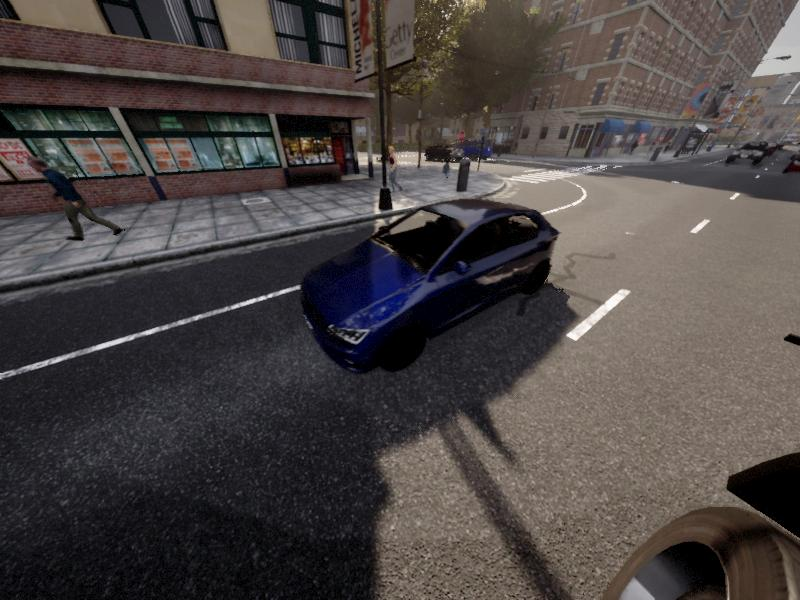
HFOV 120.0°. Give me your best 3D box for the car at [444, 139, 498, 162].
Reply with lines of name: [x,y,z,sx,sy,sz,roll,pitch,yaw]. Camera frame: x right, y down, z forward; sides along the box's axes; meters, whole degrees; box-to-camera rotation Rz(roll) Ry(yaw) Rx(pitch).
car: [7.971,-17.349,26.682,2.150,2.045,5.566,-23,41,-28]

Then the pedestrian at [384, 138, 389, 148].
pedestrian: [-3.103,-35.424,52.255,0.751,1.860,0.751,-24,41,-29]

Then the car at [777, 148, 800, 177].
car: [28.660,-9.542,15.943,4.792,1.488,2.163,-22,41,-28]

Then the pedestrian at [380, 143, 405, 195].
pedestrian: [-0.311,-5.680,10.047,0.751,1.860,0.751,-16,38,-21]

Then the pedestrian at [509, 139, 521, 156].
pedestrian: [15.121,-20.080,30.355,0.751,1.860,0.751,-25,42,-30]

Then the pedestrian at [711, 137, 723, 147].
pedestrian: [72.752,-36.379,53.040,0.751,1.860,0.751,17,39,23]

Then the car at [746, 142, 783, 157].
car: [48.474,-20.096,30.714,5.008,1.535,1.882,-22,41,-28]

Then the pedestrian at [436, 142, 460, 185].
pedestrian: [2.492,-7.168,12.136,0.751,1.860,0.751,29,45,35]

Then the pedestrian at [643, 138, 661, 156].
pedestrian: [31.301,-18.999,28.701,0.751,1.860,0.751,-25,42,-31]

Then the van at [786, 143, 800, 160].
van: [46.951,-17.381,26.104,6.366,2.431,2.351,-22,41,-28]

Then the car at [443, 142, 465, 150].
car: [12.151,-34.445,51.529,4.718,1.301,1.895,-22,41,-28]

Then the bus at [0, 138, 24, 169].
bus: [-39.841,-12.055,17.640,10.273,4.253,3.944,-24,41,-27]

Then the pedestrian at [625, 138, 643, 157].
pedestrian: [28.278,-18.444,27.936,0.751,1.860,0.751,-23,41,-29]

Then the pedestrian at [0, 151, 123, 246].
pedestrian: [-7.703,-2.335,5.359,0.751,1.860,0.751,-20,40,-25]

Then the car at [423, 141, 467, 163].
car: [4.810,-16.342,25.428,1.932,1.855,4.605,-23,40,-29]

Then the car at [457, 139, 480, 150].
car: [14.593,-33.173,49.294,4.553,1.767,2.097,-22,41,-28]

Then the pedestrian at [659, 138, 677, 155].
pedestrian: [35.615,-20.456,30.735,0.751,1.860,0.751,-24,42,-30]

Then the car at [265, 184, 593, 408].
car: [0.650,-0.628,3.515,4.193,1.474,1.816,-22,41,-28]

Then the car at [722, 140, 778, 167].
car: [32.748,-13.810,21.616,4.605,1.855,1.932,-22,41,-27]
